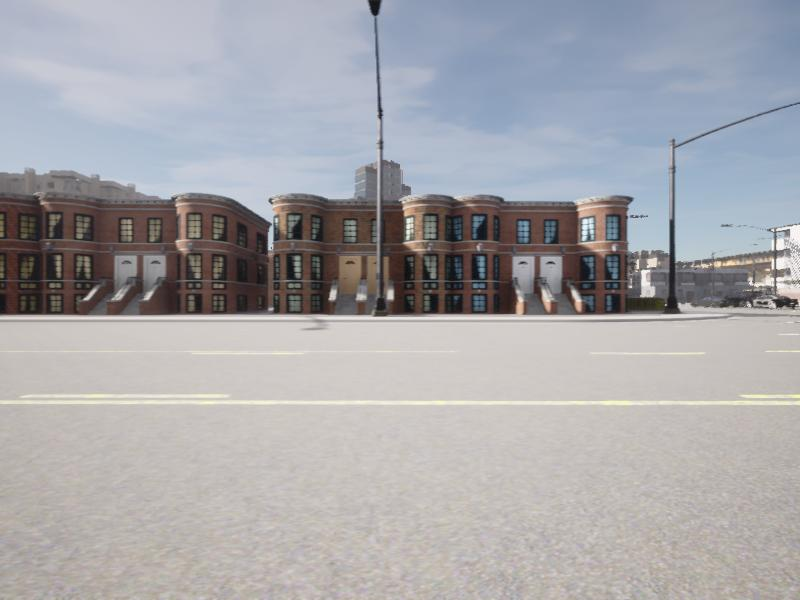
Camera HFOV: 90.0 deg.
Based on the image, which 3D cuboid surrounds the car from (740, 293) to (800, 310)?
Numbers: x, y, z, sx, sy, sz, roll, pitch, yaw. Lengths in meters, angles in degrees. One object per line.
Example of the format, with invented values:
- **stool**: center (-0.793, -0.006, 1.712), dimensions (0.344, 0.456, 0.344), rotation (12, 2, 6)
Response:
- **car**: center (39.151, 0.165, 42.390), dimensions (1.930, 1.638, 5.238), rotation (0, 0, 2)

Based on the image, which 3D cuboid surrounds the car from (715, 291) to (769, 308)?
- **car**: center (42.947, -0.039, 50.404), dimensions (2.150, 2.045, 5.566), rotation (0, 0, 1)

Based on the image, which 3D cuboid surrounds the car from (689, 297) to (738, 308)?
- **car**: center (39.453, 0.289, 50.594), dimensions (2.033, 1.411, 5.357), rotation (0, 0, 1)

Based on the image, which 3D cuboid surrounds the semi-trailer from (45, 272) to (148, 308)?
- **semi-trailer**: center (-41.352, -1.210, 55.642), dimensions (2.717, 4.402, 14.254), rotation (0, 0, 4)

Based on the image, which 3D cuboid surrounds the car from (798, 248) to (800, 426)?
- **car**: center (5.884, 0.294, 2.280), dimensions (5.357, 1.411, 2.033), rotation (0, 0, -2)
